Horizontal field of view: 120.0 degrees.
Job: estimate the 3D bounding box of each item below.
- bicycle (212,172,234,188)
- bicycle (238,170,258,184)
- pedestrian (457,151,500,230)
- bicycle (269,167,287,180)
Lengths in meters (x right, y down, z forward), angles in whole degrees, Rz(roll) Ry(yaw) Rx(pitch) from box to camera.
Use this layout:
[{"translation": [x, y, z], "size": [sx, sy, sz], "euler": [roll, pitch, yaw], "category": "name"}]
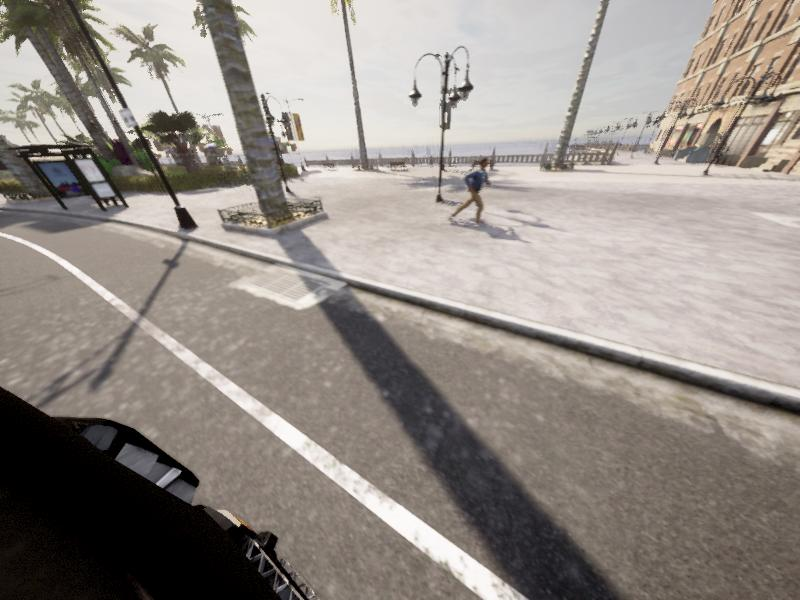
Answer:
[{"translation": [-14.054, -9.562, 18.382], "size": [1.643, 1.024, 0.373], "euler": [15, 37, 25], "category": "bicycle"}, {"translation": [-13.068, -10.555, 19.827], "size": [1.643, 1.024, 0.373], "euler": [15, 37, 25], "category": "bicycle"}, {"translation": [2.164, -3.034, 6.467], "size": [0.751, 1.860, 0.751], "euler": [15, 37, 24], "category": "pedestrian"}, {"translation": [-11.589, -12.044, 21.995], "size": [1.643, 1.024, 0.373], "euler": [15, 37, 25], "category": "bicycle"}]
